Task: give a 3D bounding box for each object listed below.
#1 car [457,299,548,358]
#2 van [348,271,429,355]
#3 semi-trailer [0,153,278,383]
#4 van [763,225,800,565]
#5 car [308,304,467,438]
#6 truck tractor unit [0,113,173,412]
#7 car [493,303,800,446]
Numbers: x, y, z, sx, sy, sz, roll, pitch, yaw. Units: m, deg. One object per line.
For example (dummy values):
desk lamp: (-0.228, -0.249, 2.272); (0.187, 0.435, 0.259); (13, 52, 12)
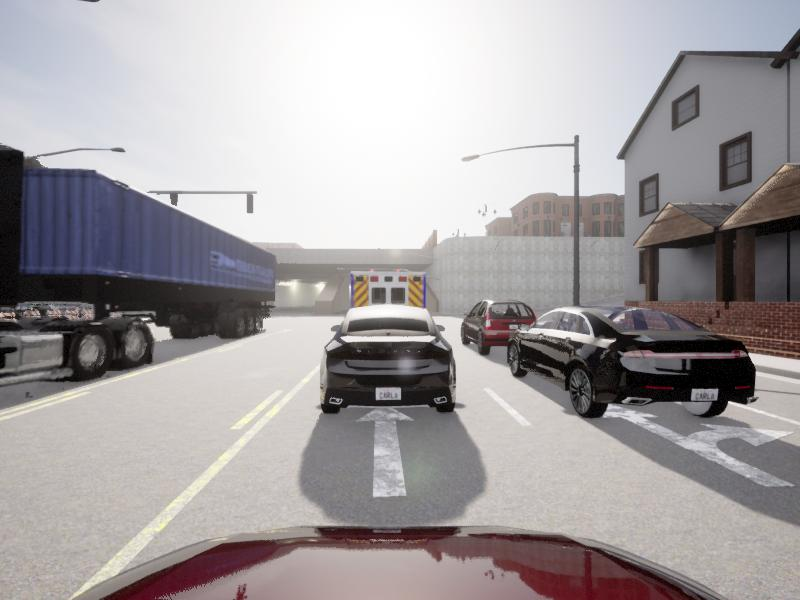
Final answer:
car: (3.116, 0.788, 13.044); (1.851, 1.617, 3.988); (0, 0, -2)
van: (-0.436, 0.378, 14.773); (2.351, 2.431, 6.366); (0, 0, -2)
semi-trailer: (-7.619, -0.620, 14.771); (2.717, 4.402, 14.254); (0, 0, -3)
van: (3.492, 0.572, 0.423); (2.069, 2.038, 4.480); (0, 0, -2)
car: (-0.209, 0.844, 7.073); (1.837, 1.490, 4.892); (0, 0, -2)
truck tractor unit: (-7.204, -0.522, 6.869); (3.053, 4.208, 6.516); (0, 0, -2)
car: (3.293, 0.836, 6.852); (2.128, 1.511, 4.902); (0, 0, -2)
